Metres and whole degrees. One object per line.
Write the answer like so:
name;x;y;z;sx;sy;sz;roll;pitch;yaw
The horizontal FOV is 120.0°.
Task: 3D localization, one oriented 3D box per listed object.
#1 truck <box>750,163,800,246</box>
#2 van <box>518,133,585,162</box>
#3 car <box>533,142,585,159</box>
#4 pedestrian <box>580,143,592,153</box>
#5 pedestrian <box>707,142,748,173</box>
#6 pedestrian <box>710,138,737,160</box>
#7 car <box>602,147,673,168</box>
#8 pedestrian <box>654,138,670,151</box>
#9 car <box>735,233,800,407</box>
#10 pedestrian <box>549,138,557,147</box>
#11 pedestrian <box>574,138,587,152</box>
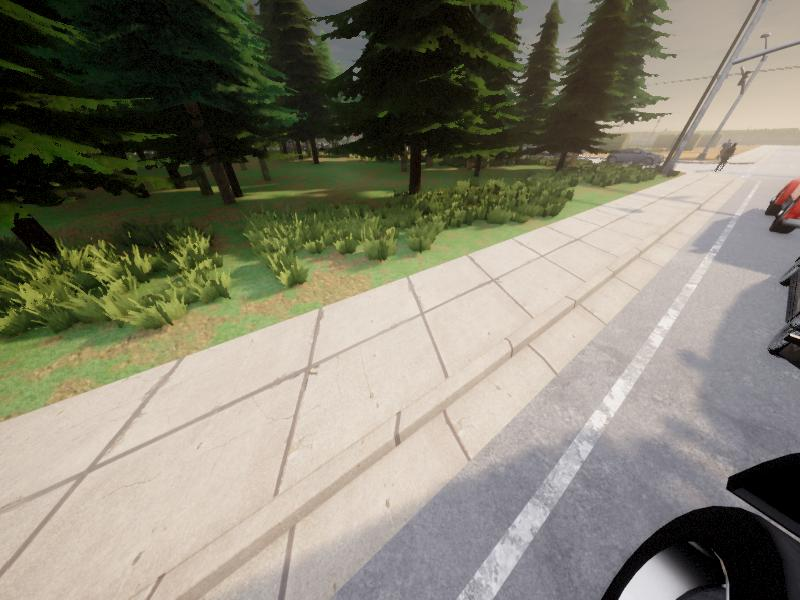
truck;12.429;-3.013;5.960;5.204;2.467;2.627;-23;41;-28
van;17.552;-18.086;27.310;1.988;2.561;5.915;-22;41;-28
car;20.162;-19.119;29.510;2.242;1.667;4.611;-22;41;-28
pedestrian;27.798;-22.659;34.460;0.751;1.300;0.751;6;36;9
pedestrian;23.971;-10.444;16.955;0.751;1.860;0.751;-11;37;-15
pedestrian;33.565;-15.656;23.998;0.751;1.860;0.751;22;41;28
car;22.404;-13.635;21.977;1.994;1.385;4.181;-22;41;-28
pedestrian;45.047;-26.800;39.730;0.751;1.860;0.751;2;35;3
car;6.440;-0.039;2.633;4.902;1.511;2.128;-22;41;-28
pedestrian;36.495;-37.520;54.992;0.751;1.860;0.751;3;35;4
pedestrian;29.028;-24.874;37.103;0.751;1.860;0.751;-7;36;-9
